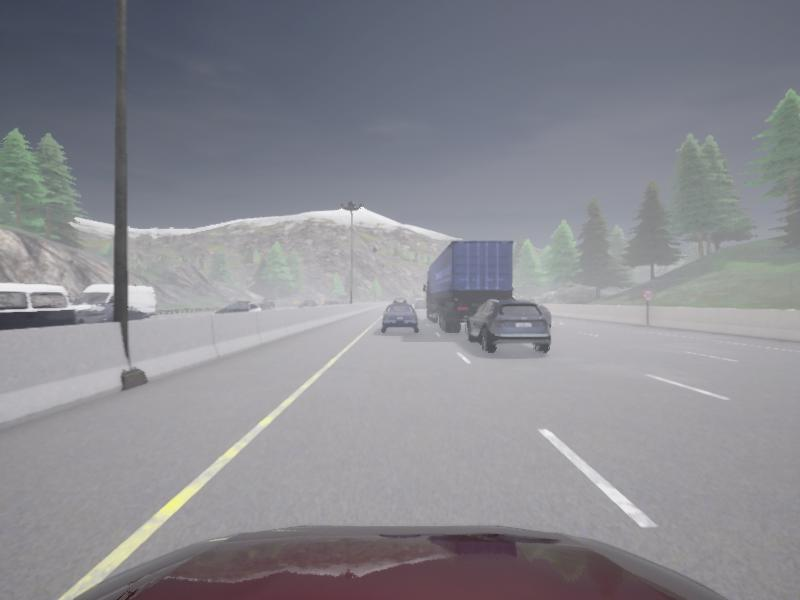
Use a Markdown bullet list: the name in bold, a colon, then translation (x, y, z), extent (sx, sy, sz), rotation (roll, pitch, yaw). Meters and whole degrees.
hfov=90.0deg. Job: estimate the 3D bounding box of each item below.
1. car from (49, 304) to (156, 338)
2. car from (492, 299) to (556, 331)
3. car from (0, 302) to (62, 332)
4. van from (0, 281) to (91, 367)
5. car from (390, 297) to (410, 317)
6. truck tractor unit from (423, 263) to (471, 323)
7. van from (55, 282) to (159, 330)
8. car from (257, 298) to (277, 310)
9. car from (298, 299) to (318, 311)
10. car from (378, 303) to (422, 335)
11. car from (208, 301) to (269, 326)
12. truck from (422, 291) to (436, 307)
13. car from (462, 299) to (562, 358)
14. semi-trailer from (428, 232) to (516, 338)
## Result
- **car**: translation (-14.002, 0.913, 19.208), extent (1.994, 1.385, 4.181), rotation (0, 0, 0)
- **car**: translation (6.999, 0.788, 23.231), extent (2.152, 1.651, 5.027), rotation (0, 0, 0)
- **car**: translation (-21.001, 0.843, 21.129), extent (2.128, 1.511, 4.902), rotation (0, 0, 0)
- **van**: translation (-10.501, 0.574, 9.995), extent (2.069, 2.038, 4.480), rotation (0, 0, 0)
- **car**: translation (-0.001, 0.666, 39.990), extent (1.932, 1.855, 4.605), rotation (0, 0, 0)
- **truck tractor unit**: translation (3.496, -0.511, 31.621), extent (3.053, 4.208, 6.516), rotation (0, 0, 0)
- **van**: translation (-17.506, 0.332, 24.431), extent (1.988, 2.561, 5.915), rotation (0, 0, 0)
- **car**: translation (-21.005, 0.668, 63.225), extent (1.905, 1.878, 3.866), rotation (0, 0, 0)
- **car**: translation (-14.001, 0.714, 61.209), extent (2.097, 1.767, 4.553), rotation (0, 0, 0)
- **car**: translation (0.000, 0.901, 21.140), extent (2.033, 1.411, 5.357), rotation (0, 0, 0)
- **car**: translation (-10.502, 0.840, 26.492), extent (2.038, 1.542, 4.974), rotation (0, -1, 0)
- **truck**: translation (7.002, -0.289, 97.481), extent (2.891, 3.827, 8.468), rotation (0, 0, 0)
- **car**: translation (3.499, 0.782, 13.590), extent (2.033, 1.649, 4.856), rotation (0, 0, 0)
- **semi-trailer**: translation (3.476, -0.610, 23.707), extent (2.717, 4.402, 14.254), rotation (0, 0, 0)
